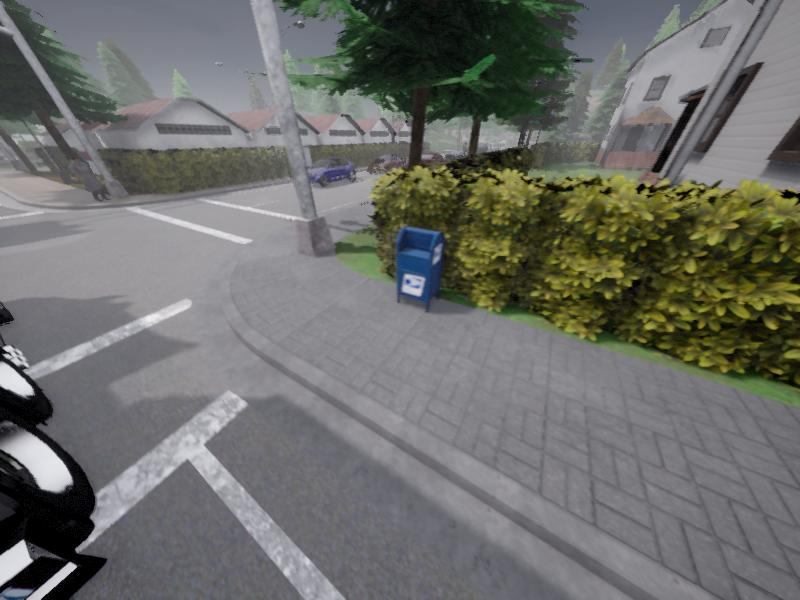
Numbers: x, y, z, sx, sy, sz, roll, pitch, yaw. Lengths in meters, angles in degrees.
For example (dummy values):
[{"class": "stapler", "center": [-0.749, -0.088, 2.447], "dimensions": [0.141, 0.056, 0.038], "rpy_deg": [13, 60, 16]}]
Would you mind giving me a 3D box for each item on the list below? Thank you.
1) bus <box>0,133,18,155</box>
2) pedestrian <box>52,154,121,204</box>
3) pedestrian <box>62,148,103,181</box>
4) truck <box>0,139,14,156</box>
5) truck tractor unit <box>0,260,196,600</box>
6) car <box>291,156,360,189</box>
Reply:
[{"class": "bus", "center": [-91.424, -32.870, 48.615], "dimensions": [3.944, 4.253, 10.273], "rpy_deg": [19, 39, 25]}, {"class": "pedestrian", "center": [-13.613, -5.286, 10.111], "dimensions": [0.751, 1.860, 0.751], "rpy_deg": [1, 35, 3]}, {"class": "pedestrian", "center": [-21.668, -9.258, 15.807], "dimensions": [0.751, 1.860, 0.751], "rpy_deg": [19, 39, 25]}, {"class": "truck", "center": [-85.613, -30.616, 45.702], "dimensions": [2.891, 3.827, 8.468], "rpy_deg": [19, 39, 25]}, {"class": "truck tractor unit", "center": [-5.109, -0.302, 0.794], "dimensions": [6.516, 4.208, 3.053], "rpy_deg": [18, 39, 25]}, {"class": "car", "center": [-4.804, -8.703, 15.594], "dimensions": [1.816, 1.474, 4.193], "rpy_deg": [18, 39, 25]}]
